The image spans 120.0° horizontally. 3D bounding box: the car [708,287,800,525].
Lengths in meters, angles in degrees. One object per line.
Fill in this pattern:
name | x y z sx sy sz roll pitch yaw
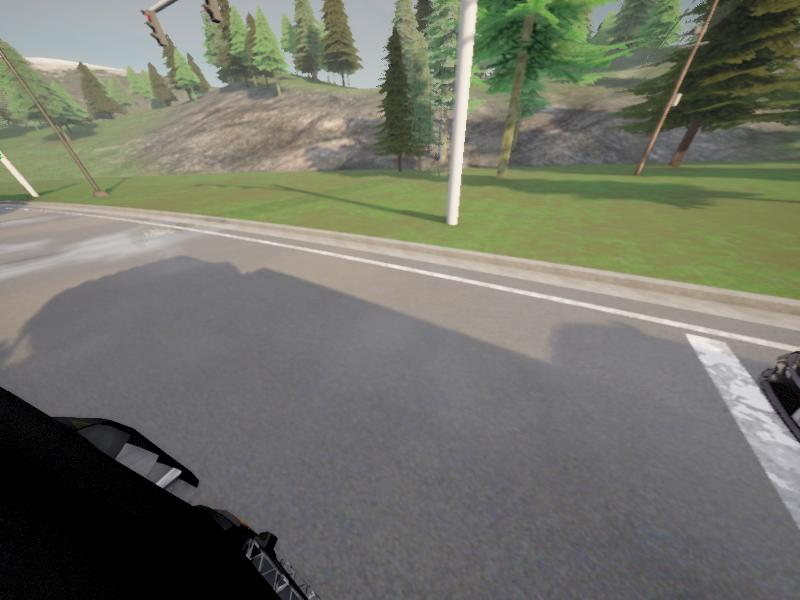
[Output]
car | 4.657 1.159 0.530 4.193 1.474 1.816 16 38 26
